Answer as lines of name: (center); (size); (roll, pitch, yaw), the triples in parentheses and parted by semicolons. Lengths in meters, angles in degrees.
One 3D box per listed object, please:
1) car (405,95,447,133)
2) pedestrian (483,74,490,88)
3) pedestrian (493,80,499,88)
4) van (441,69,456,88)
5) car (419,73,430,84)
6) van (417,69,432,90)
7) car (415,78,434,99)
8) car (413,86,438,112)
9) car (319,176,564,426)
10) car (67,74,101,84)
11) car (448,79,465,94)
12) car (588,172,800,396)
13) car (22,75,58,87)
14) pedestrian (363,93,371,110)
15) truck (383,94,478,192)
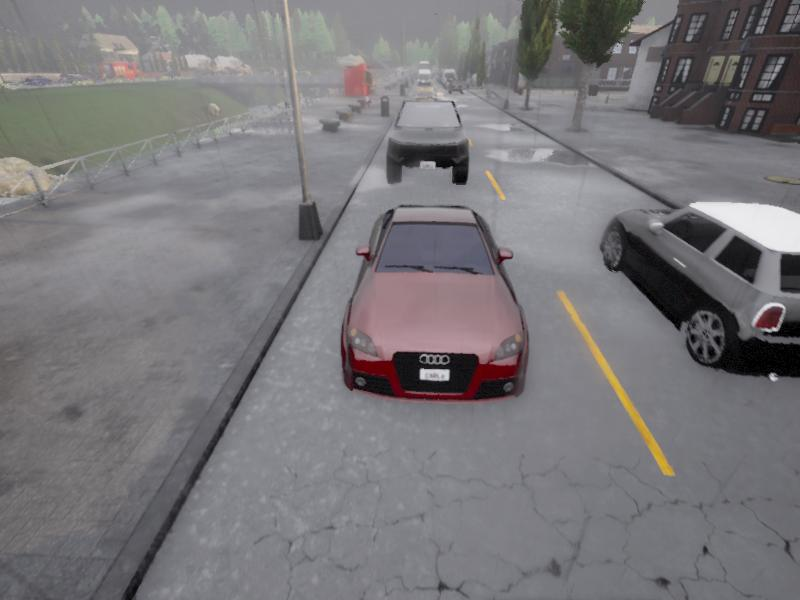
car: (1.451, -10.637, 22.683); (2.128, 1.511, 4.902); (2, 30, 2)
pedestrian: (13.562, -34.540, 63.004); (0.751, 1.860, 0.751); (0, 30, 0)
pedestrian: (15.177, -34.188, 63.193); (0.500, 1.100, 0.500); (-9, 31, -15)
van: (8.052, -36.852, 66.454); (1.988, 2.561, 5.915); (2, 30, 2)
car: (4.777, -43.842, 79.160); (2.097, 1.767, 4.553); (2, 30, 2)
van: (3.604, -32.538, 59.053); (1.988, 2.561, 5.915); (2, 30, 2)
car: (2.683, -23.058, 43.550); (1.932, 1.855, 4.605); (2, 30, 2)
car: (2.017, -16.285, 32.268); (1.801, 1.575, 5.366); (2, 30, 2)
car: (0.432, -0.452, 5.415); (1.994, 1.385, 4.181); (2, 30, 2)
car: (-57.371, -40.163, 72.757); (2.163, 1.488, 4.792); (2, 30, 2)
car: (7.135, -27.336, 51.205); (1.789, 1.549, 3.705); (2, 30, 2)
car: (4.456, -0.566, 5.531); (1.970, 1.475, 3.806); (2, 30, 2)
car: (-57.867, -35.280, 64.404); (1.816, 1.474, 4.193); (2, 30, 2)
pedestrian: (-2.544, -15.139, 30.499); (0.500, 1.100, 0.500); (-5, 31, -9)
truck: (0.911, -5.510, 13.342); (2.390, 2.098, 6.274); (2, 30, 2)
